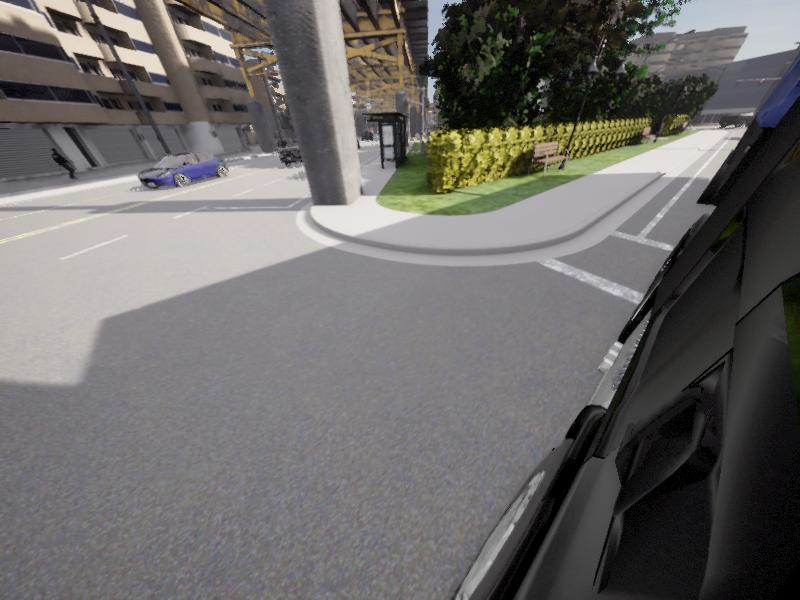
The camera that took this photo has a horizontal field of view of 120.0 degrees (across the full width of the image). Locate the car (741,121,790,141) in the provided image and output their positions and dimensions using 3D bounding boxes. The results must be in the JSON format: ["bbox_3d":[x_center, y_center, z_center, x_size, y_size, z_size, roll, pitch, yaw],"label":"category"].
[{"bbox_3d":[33.528,-15.609,21.282,4.718,1.301,1.895,-28,44,-30],"label":"car"}]

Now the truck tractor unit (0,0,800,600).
[{"bbox_3d":[2.645,-0.295,0.351,6.516,4.208,3.053,-28,44,-30],"label":"truck tractor unit"}]

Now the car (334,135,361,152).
[{"bbox_3d":[-6.781,-20.719,30.480,2.038,1.542,4.974,1,37,6],"label":"car"}]

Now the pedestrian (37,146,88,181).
[{"bbox_3d":[-21.745,-8.804,14.962,0.751,1.860,0.751,-4,37,-2],"label":"pedestrian"}]

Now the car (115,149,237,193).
[{"bbox_3d":[-12.295,-7.543,13.279,2.163,1.488,4.792,1,37,6],"label":"car"}]

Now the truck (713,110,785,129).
[{"bbox_3d":[53.592,-27.795,35.627,6.274,2.098,2.390,-2,37,1],"label":"truck"}]

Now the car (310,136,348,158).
[{"bbox_3d":[-7.412,-16.502,24.813,2.152,1.651,5.027,1,37,5],"label":"car"}]

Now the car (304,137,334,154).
[{"bbox_3d":[-10.385,-20.077,29.925,1.812,1.442,4.674,1,37,5],"label":"car"}]

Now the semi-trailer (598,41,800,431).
[{"bbox_3d":[8.698,-3.605,4.228,14.254,4.402,2.717,-28,44,-30],"label":"semi-trailer"}]

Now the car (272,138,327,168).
[{"bbox_3d":[-8.082,-12.297,19.224,1.930,1.638,5.238,1,37,5],"label":"car"}]
